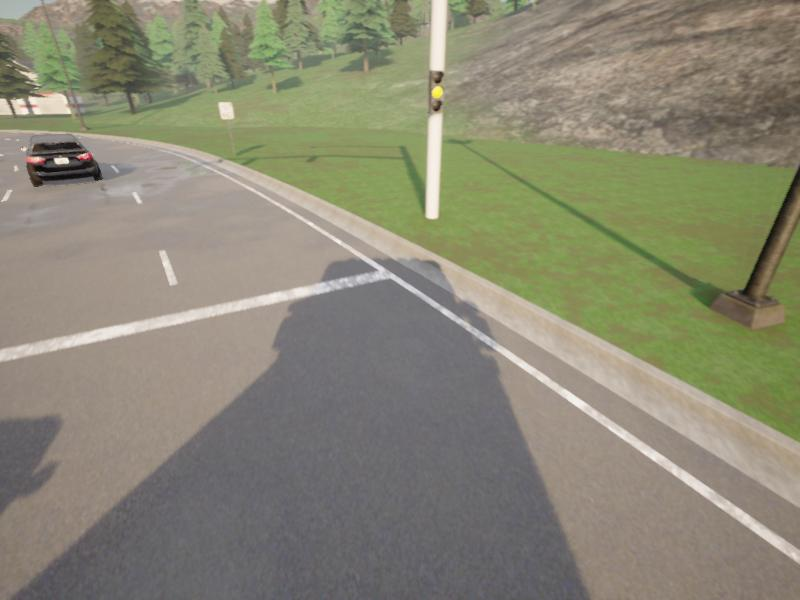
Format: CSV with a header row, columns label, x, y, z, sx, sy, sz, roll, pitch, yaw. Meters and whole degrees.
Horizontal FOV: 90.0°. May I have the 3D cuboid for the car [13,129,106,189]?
label,x,y,z,sx,sy,sz,roll,pitch,yaw
car,-13.898,-5.878,16.319,2.242,1.667,4.611,-20,33,-35
